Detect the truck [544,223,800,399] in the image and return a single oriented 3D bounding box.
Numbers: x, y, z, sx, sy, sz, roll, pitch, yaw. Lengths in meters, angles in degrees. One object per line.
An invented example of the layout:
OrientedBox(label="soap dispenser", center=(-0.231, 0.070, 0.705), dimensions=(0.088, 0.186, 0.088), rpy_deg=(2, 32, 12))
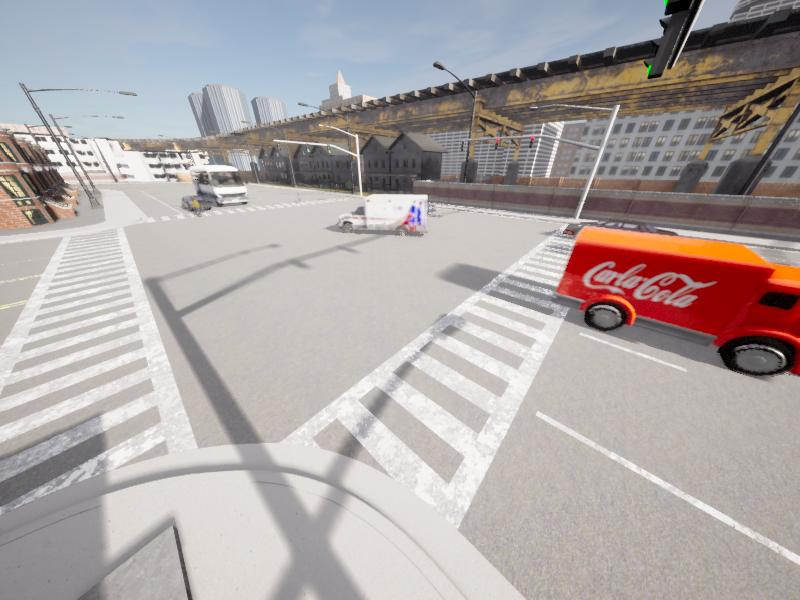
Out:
OrientedBox(label="truck", center=(7.480, -0.237, 6.242), dimensions=(5.204, 2.467, 2.627), rpy_deg=(24, 38, 35))

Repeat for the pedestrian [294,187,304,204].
OrientedBox(label="pedestrian", center=(-12.931, -13.345, 29.508), dimensions=(0.751, 1.860, 0.751), rpy_deg=(-12, 32, -20))

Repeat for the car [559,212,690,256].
OrientedBox(label="car", center=(13.296, -4.208, 14.198), dimensions=(5.357, 1.411, 2.033), rpy_deg=(24, 38, 35))

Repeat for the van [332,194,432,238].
OrientedBox(label="van", center=(-1.080, -5.952, 16.183), dimensions=(6.366, 2.431, 2.351), rpy_deg=(4, 30, 7))

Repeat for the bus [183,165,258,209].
OrientedBox(label="bus", center=(-22.665, -14.389, 28.986), dimensions=(10.273, 4.253, 3.944), rpy_deg=(23, 37, 35))

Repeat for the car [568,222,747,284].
OrientedBox(label="car", center=(11.796, -2.535, 11.299), dimensions=(5.357, 1.411, 2.033), rpy_deg=(24, 38, 35))

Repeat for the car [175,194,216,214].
OrientedBox(label="car", center=(-22.624, -10.723, 25.481), dimensions=(5.357, 1.411, 2.033), rpy_deg=(24, 38, 35))

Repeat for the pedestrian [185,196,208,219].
OrientedBox(label="pedestrian", center=(-18.385, -8.388, 20.922), dimensions=(0.751, 1.860, 0.751), rpy_deg=(14, 33, 23))

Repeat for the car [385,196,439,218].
OrientedBox(label="car", center=(1.107, -9.588, 23.515), dimensions=(5.357, 1.411, 2.033), rpy_deg=(24, 38, 35))
